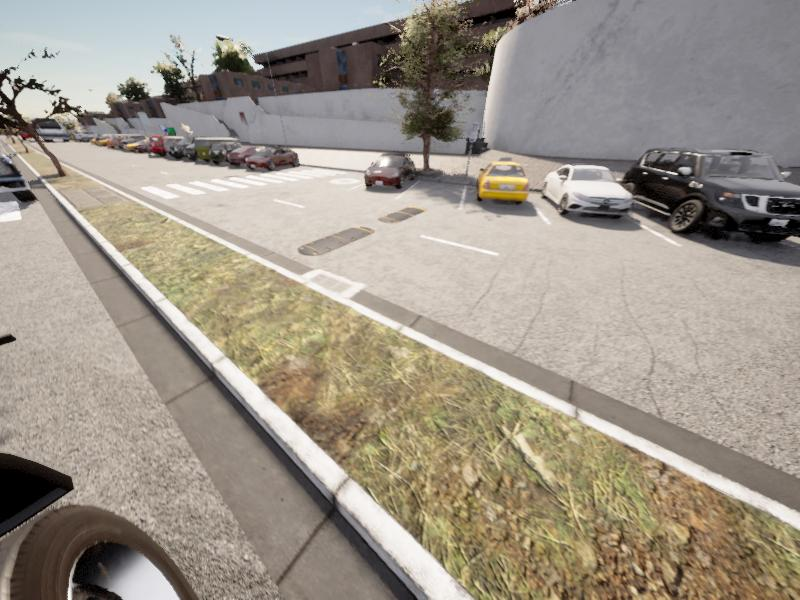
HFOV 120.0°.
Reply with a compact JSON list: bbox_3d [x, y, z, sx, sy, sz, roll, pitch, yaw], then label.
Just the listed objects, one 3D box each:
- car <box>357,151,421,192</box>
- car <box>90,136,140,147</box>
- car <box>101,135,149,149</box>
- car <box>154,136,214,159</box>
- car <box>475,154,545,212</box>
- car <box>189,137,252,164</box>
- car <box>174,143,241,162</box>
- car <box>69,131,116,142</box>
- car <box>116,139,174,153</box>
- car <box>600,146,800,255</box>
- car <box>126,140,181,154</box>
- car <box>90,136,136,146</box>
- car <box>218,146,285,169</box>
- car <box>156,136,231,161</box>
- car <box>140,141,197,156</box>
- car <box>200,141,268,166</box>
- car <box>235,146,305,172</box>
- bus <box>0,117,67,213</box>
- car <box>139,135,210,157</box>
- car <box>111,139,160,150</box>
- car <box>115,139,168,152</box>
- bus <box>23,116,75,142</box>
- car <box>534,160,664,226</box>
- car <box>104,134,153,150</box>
[{"bbox_3d":[-0.382,-7.416,13.086,2.163,1.488,4.792,10,36,12],"label":"car"},{"bbox_3d":[-51.653,-28.911,42.087,1.946,1.575,5.366,11,36,11],"label":"car"},{"bbox_3d":[-46.742,-26.999,39.404,2.185,1.767,4.553,10,36,12],"label":"car"},{"bbox_3d":[-24.829,-17.761,26.835,1.878,1.987,4.442,10,36,12],"label":"car"},{"bbox_3d":[4.568,-5.520,10.435,1.946,1.575,5.366,9,35,12],"label":"car"},{"bbox_3d":[-17.470,-14.844,22.846,1.878,1.987,4.442,9,36,12],"label":"car"},{"bbox_3d":[-19.940,-15.606,24.270,2.231,1.521,4.892,9,36,12],"label":"car"},{"bbox_3d":[-68.635,-36.557,51.702,2.435,2.045,5.566,10,36,12],"label":"car"},{"bbox_3d":[-37.032,-22.654,33.846,1.946,1.575,5.366,10,36,12],"label":"car"},{"bbox_3d":[9.431,-3.570,7.310,2.435,2.045,5.566,10,36,12],"label":"car"},{"bbox_3d":[-34.560,-21.683,32.606,2.163,1.488,4.792,10,36,12],"label":"car"},{"bbox_3d":[-54.037,-30.054,43.644,2.163,1.488,4.792,10,36,12],"label":"car"},{"bbox_3d":[-12.636,-12.530,20.118,2.002,1.452,4.674,9,36,12],"label":"car"},{"bbox_3d":[-22.370,-16.815,25.498,2.435,2.045,5.566,10,36,12],"label":"car"},{"bbox_3d":[-29.683,-19.643,29.860,2.002,1.452,4.674,9,36,12],"label":"car"},{"bbox_3d":[-15.074,-13.666,21.394,2.185,1.767,4.553,9,36,12],"label":"car"},{"bbox_3d":[-10.183,-11.502,18.689,2.163,1.488,4.792,10,36,12],"label":"car"},{"bbox_3d":[-18.085,-6.238,8.736,10.273,4.253,3.944,23,40,28],"label":"bus"},{"bbox_3d":[-27.236,-18.879,28.331,2.435,2.045,5.566,9,36,12],"label":"car"},{"bbox_3d":[-41.868,-24.792,36.774,2.002,1.452,4.674,10,36,12],"label":"car"},{"bbox_3d":[-39.424,-23.779,35.419,2.163,1.488,4.792,10,36,12],"label":"car"},{"bbox_3d":[-76.176,-36.959,50.127,10.273,4.253,3.944,23,41,28],"label":"bus"},{"bbox_3d":[6.979,-4.367,8.909,2.002,1.452,4.674,10,36,12],"label":"car"},{"bbox_3d":[-44.315,-25.984,37.903,1.878,1.987,4.442,10,36,11],"label":"car"}]
